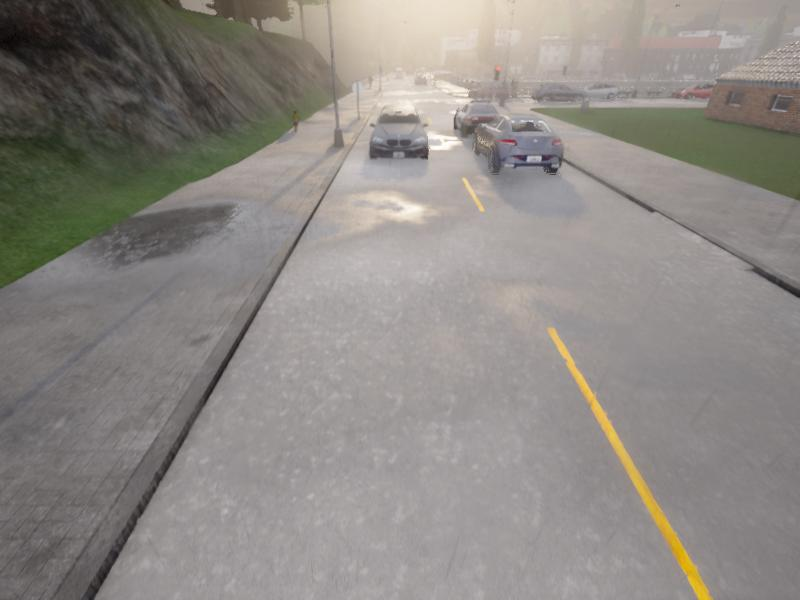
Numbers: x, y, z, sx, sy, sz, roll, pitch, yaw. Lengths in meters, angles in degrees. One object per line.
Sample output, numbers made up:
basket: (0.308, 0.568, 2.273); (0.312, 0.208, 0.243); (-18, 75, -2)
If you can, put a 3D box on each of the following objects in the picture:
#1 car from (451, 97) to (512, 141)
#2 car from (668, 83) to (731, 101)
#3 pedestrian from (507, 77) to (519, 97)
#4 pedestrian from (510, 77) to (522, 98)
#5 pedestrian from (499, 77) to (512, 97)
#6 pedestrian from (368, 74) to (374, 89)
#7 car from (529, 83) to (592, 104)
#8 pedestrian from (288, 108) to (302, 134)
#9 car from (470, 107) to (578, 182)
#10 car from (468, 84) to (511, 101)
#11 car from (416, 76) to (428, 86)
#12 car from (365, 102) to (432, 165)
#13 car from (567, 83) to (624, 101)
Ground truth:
car: (3.954, -9.306, 20.386); (2.038, 1.542, 4.974); (0, 30, 0)
car: (30.450, -21.239, 40.794); (4.514, 1.525, 2.007); (0, 30, 0)
pedestrian: (12.113, -22.830, 42.886); (0.751, 1.860, 0.751); (-2, 30, -3)
pedestrian: (12.271, -22.488, 42.320); (0.751, 1.860, 0.751); (1, 30, 2)
pedestrian: (11.235, -22.686, 42.639); (0.751, 1.860, 0.751); (-18, 35, -27)
pedestrian: (-4.237, -31.824, 58.285); (0.751, 1.860, 0.751); (-3, 30, -5)
car: (14.861, -19.260, 37.305); (4.856, 1.649, 2.033); (0, 30, 1)
pedestrian: (-5.174, -8.820, 19.725); (0.500, 1.100, 0.500); (-5, 31, -9)
car: (3.964, -5.561, 13.897); (2.152, 1.651, 5.027); (0, 30, 0)
car: (9.186, -21.402, 41.221); (4.181, 1.385, 1.994); (5, 31, 9)
car: (3.868, -39.239, 71.594); (1.816, 1.474, 4.193); (0, 30, 0)
car: (-0.038, -6.703, 15.799); (2.242, 1.667, 4.611); (0, 30, 0)
car: (19.838, -21.233, 40.779); (4.514, 1.525, 2.007); (0, 30, 0)
